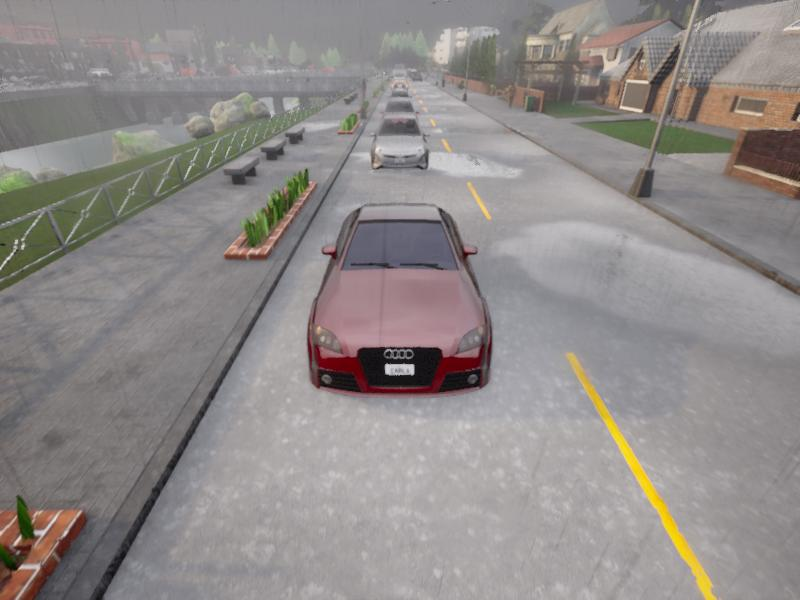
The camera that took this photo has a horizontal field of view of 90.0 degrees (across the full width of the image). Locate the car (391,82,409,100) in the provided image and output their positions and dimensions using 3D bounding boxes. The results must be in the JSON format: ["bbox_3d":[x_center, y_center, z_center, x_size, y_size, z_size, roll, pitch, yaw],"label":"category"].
[{"bbox_3d":[-0.021,-22.153,42.332,1.845,1.501,3.633,0,30,0],"label":"car"}]

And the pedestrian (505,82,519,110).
[{"bbox_3d":[8.556,-15.594,30.543,0.751,1.860,0.751,8,31,13],"label":"pedestrian"}]

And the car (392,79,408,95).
[{"bbox_3d":[-0.023,-26.184,49.211,1.882,1.535,5.008,0,30,0],"label":"car"}]

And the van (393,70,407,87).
[{"bbox_3d":[-0.032,-37.652,67.915,2.351,2.431,6.366,0,30,0],"label":"van"}]

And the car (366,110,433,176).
[{"bbox_3d":[-0.007,-5.775,14.351,2.007,1.525,4.514,0,30,0],"label":"car"}]

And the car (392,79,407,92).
[{"bbox_3d":[-0.021,-29.852,55.646,1.994,1.385,4.181,0,30,0],"label":"car"}]

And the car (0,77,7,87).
[{"bbox_3d":[-65.706,-34.494,63.431,1.837,1.490,4.892,0,30,0],"label":"car"}]

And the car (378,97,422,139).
[{"bbox_3d":[-0.010,-9.539,20.779,2.007,1.525,4.514,0,30,0],"label":"car"}]

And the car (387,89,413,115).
[{"bbox_3d":[-0.014,-14.826,29.867,1.816,1.474,4.193,0,30,0],"label":"car"}]

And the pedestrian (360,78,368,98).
[{"bbox_3d":[-3.694,-21.784,41.118,0.751,1.860,0.751,0,30,-1],"label":"pedestrian"}]

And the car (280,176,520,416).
[{"bbox_3d":[-0.003,-0.490,5.477,1.994,1.385,4.181,0,30,0],"label":"car"}]
